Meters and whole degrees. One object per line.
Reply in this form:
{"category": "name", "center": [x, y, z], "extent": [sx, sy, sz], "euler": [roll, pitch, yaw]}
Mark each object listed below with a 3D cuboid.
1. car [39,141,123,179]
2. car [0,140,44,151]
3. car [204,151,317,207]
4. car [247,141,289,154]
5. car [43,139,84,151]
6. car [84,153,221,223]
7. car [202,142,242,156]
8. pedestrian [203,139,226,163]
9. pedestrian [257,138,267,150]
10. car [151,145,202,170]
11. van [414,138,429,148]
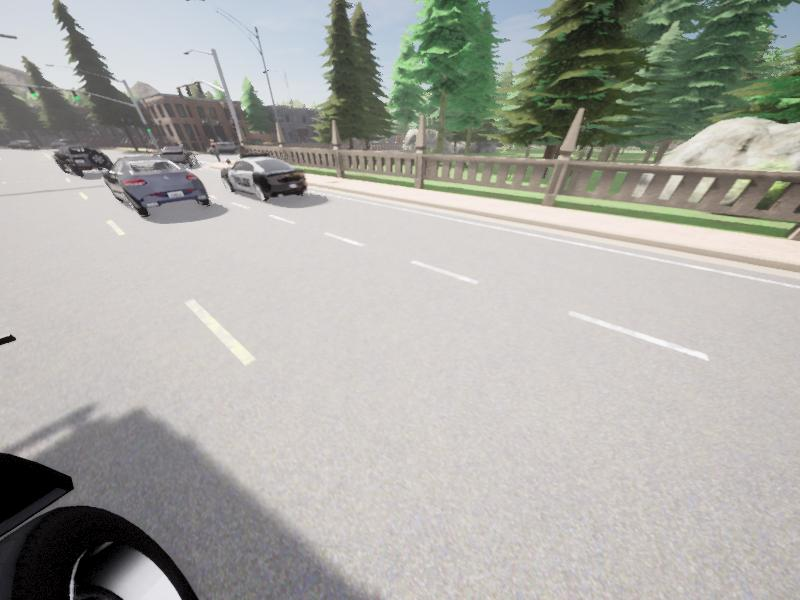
{"category": "car", "center": [-21.651, -9.626, 15.721], "extent": [4.605, 1.855, 1.932], "euler": [19, 39, 24]}
{"category": "car", "center": [-65.869, -26.971, 40.234], "extent": [4.792, 1.488, 2.163], "euler": [9, 36, 12]}
{"category": "car", "center": [-6.374, -5.694, 10.495], "extent": [5.238, 1.638, 1.930], "euler": [24, 41, 29]}
{"category": "car", "center": [-21.204, -24.713, 37.366], "extent": [1.801, 1.575, 5.366], "euler": [24, 41, 29]}
{"category": "car", "center": [-61.142, -28.223, 42.002], "extent": [4.611, 1.667, 2.242], "euler": [11, 37, 14]}
{"category": "car", "center": [-9.414, -4.493, 8.779], "extent": [5.027, 1.651, 2.152], "euler": [24, 41, 29]}
{"category": "car", "center": [-25.286, -21.558, 32.945], "extent": [1.970, 1.475, 3.806], "euler": [23, 41, 29]}
{"category": "pedestrian", "center": [-17.118, -13.810, 21.401], "extent": [0.751, 1.860, 0.751], "euler": [9, 36, 12]}
{"category": "pedestrian", "center": [-25.129, -28.417, 42.031], "extent": [0.751, 1.860, 0.751], "euler": [22, 40, 27]}
{"category": "car", "center": [-19.394, -12.640, 20.330], "extent": [2.128, 1.511, 4.902], "euler": [-18, 39, -24]}
{"category": "van", "center": [5.859, -42.176, 62.024], "extent": [1.775, 1.987, 4.442], "euler": [24, 41, 29]}
